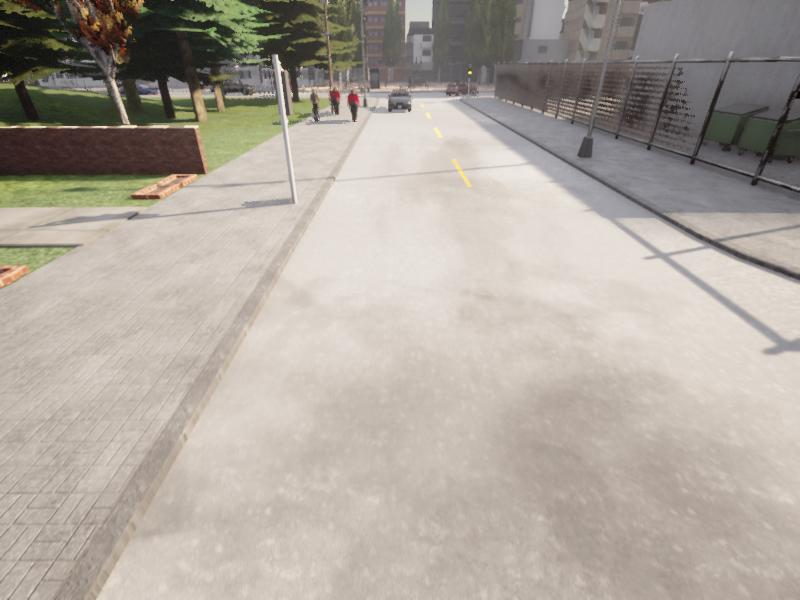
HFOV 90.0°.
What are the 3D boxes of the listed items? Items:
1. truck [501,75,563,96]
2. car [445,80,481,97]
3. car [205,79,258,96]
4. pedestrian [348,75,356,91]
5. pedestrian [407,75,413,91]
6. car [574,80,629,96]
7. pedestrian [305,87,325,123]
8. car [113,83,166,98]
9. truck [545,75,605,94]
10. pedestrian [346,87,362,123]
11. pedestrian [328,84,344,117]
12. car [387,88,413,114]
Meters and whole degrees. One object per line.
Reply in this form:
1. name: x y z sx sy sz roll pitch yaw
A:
1. truck: 15.437 -25.251 47.103 6.274 2.098 2.390 0 30 0
2. car: 7.314 -24.567 46.412 3.988 1.617 1.851 -22 37 -33
3. car: -19.794 -25.048 47.191 5.027 1.651 2.152 0 30 0
4. pedestrian: -6.342 -28.610 52.804 0.751 1.860 0.751 -18 35 -28
5. pedestrian: 1.343 -28.995 53.471 0.751 1.860 0.751 0 30 0
6. car: 23.712 -25.075 47.263 5.238 1.638 1.930 0 30 0
7. pedestrian: -4.933 -11.325 23.258 0.751 1.860 0.751 4 31 7
8. car: -30.755 -24.786 47.343 4.674 1.442 1.812 0 30 0
9. truck: 22.031 -27.283 50.582 6.274 2.098 2.390 0 30 0
10. pedestrian: -2.673 -11.313 23.239 0.751 1.860 0.751 -1 30 -2
11. pedestrian: -4.196 -13.081 26.260 0.751 1.860 0.751 4 31 6
12. car: -0.014 -15.406 30.874 1.816 1.474 4.193 0 30 0
